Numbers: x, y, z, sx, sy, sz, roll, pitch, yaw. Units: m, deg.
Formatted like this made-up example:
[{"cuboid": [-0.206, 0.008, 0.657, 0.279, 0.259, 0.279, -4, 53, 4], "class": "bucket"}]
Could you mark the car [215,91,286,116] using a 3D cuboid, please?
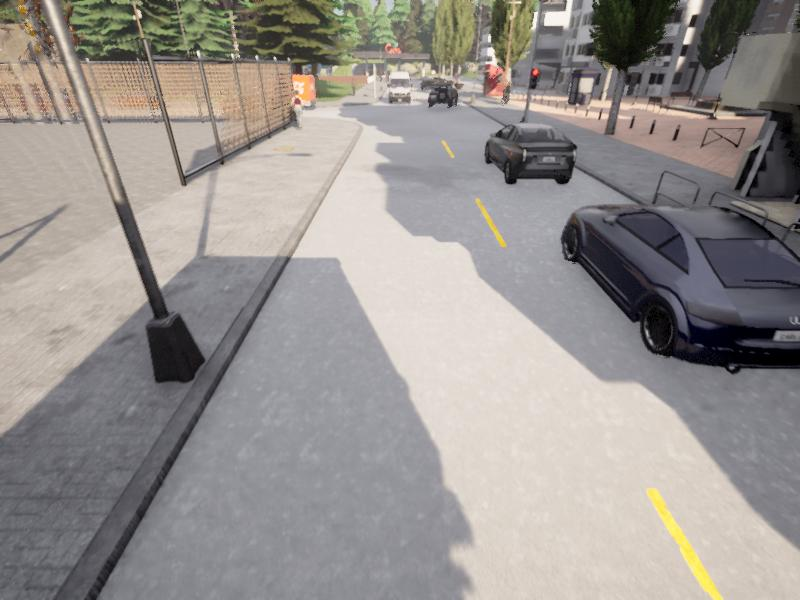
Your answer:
[{"cuboid": [-10.524, -13.951, 28.378, 4.193, 1.474, 1.816, 0, 30, 0], "class": "car"}]

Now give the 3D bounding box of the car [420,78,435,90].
[{"cuboid": [4.006, -31.927, 59.091, 1.837, 1.490, 4.892, 0, 30, 0], "class": "car"}]

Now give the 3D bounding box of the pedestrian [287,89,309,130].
[{"cuboid": [-5.292, -9.917, 20.832, 0.751, 1.860, 0.751, 0, 30, 0], "class": "pedestrian"}]

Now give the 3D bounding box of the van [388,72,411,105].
[{"cuboid": [-0.010, -20.115, 37.869, 1.988, 2.561, 5.915, 0, 30, 0], "class": "van"}]

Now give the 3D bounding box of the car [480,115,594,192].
[{"cuboid": [4.020, -4.801, 12.696, 2.007, 1.525, 4.514, 0, 30, 0], "class": "car"}]

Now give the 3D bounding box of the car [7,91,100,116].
[{"cuboid": [-24.455, -13.945, 28.390, 4.674, 1.442, 1.812, 0, 30, 0], "class": "car"}]

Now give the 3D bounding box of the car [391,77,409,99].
[{"cuboid": [-0.004, -23.546, 44.368, 1.905, 1.878, 3.866, 0, 31, 0], "class": "car"}]

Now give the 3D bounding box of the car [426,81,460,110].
[{"cuboid": [3.701, -17.415, 33.910, 1.932, 1.855, 4.605, 8, 32, 12], "class": "car"}]

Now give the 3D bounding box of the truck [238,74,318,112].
[{"cuboid": [-9.414, -16.322, 31.478, 5.204, 2.467, 2.627, 1, 30, 0], "class": "truck"}]

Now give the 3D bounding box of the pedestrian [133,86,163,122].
[{"cuboid": [-14.923, -11.614, 23.726, 0.751, 1.860, 0.751, 0, 30, 0], "class": "pedestrian"}]

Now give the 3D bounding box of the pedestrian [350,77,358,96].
[{"cuboid": [-5.044, -23.420, 43.932, 0.751, 1.860, 0.751, -4, 31, -7], "class": "pedestrian"}]

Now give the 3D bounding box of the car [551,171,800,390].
[{"cuboid": [3.994, -0.676, 5.802, 1.994, 1.385, 4.181, 0, 30, 0], "class": "car"}]

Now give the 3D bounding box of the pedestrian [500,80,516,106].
[{"cuboid": [9.028, -17.320, 33.513, 0.751, 1.860, 0.751, -12, 32, -19], "class": "pedestrian"}]
